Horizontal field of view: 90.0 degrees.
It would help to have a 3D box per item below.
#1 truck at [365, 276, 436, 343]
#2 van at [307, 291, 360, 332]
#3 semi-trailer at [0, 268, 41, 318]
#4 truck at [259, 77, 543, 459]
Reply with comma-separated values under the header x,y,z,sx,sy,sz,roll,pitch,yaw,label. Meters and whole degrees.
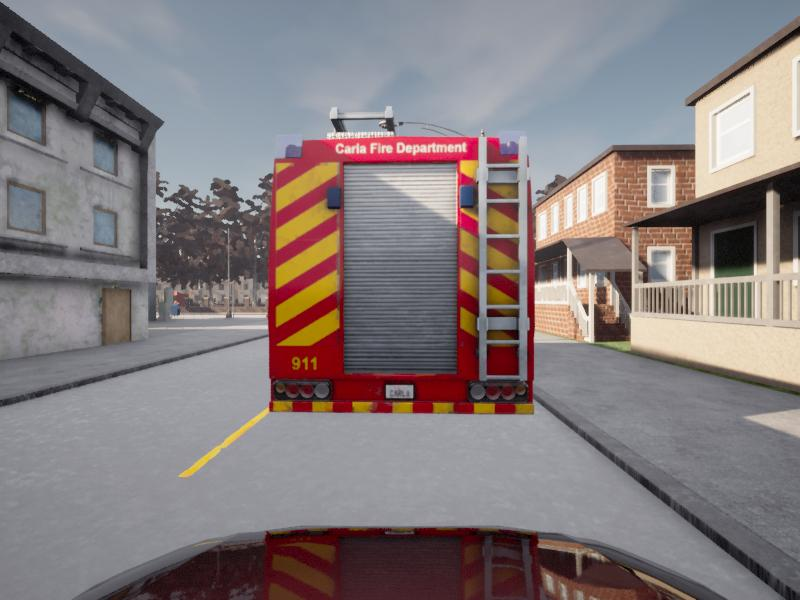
x,y,z,sx,sy,sz,roll,pitch,yaw,label
0.173,0.357,17.323,2.627,2.467,5.204,0,0,4,truck
-3.508,0.572,21.903,2.069,2.038,4.480,0,0,1,van
-41.482,-0.616,37.252,14.254,4.402,2.717,0,0,3,semi-trailer
0.146,-0.321,8.301,2.891,3.827,8.468,0,0,2,truck
